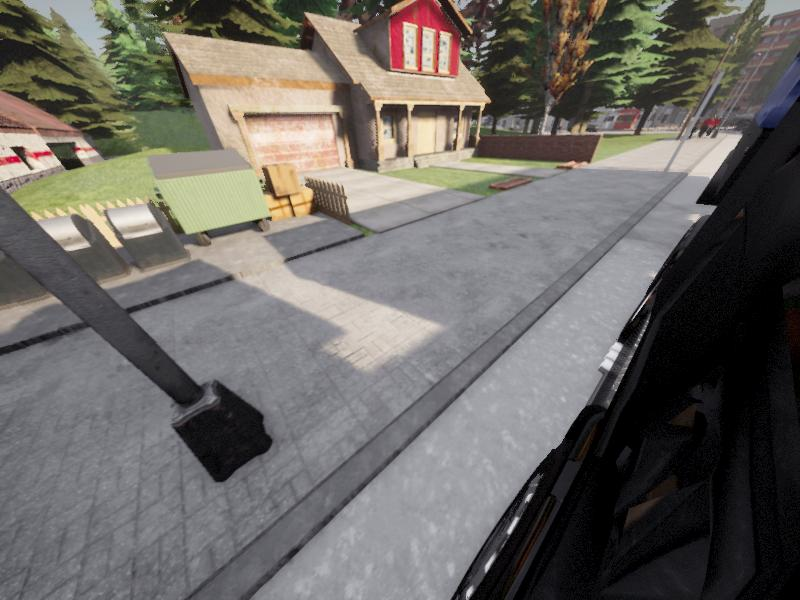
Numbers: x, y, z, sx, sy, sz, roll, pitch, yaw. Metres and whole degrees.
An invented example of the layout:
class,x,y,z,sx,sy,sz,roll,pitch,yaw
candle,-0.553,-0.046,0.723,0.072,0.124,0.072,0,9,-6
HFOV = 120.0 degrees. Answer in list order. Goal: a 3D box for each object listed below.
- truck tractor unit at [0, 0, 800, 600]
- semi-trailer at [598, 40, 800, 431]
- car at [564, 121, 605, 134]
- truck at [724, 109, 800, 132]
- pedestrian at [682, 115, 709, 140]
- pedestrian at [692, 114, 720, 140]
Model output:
class,x,y,z,sx,sy,sz,roll,pitch,yaw
truck tractor unit,2.645,-0.295,0.352,6.516,4.208,3.053,-28,44,-30
semi-trailer,8.691,-3.615,4.227,14.254,4.402,2.717,-28,44,-30
car,33.115,-31.045,41.591,2.152,1.651,5.027,-28,44,-30
truck,46.087,-22.372,28.800,2.390,2.098,6.274,-28,44,-30
pedestrian,27.496,-16.023,21.500,0.751,1.860,0.751,-31,45,-32
pedestrian,27.974,-15.799,21.171,0.751,1.860,0.751,29,47,35
